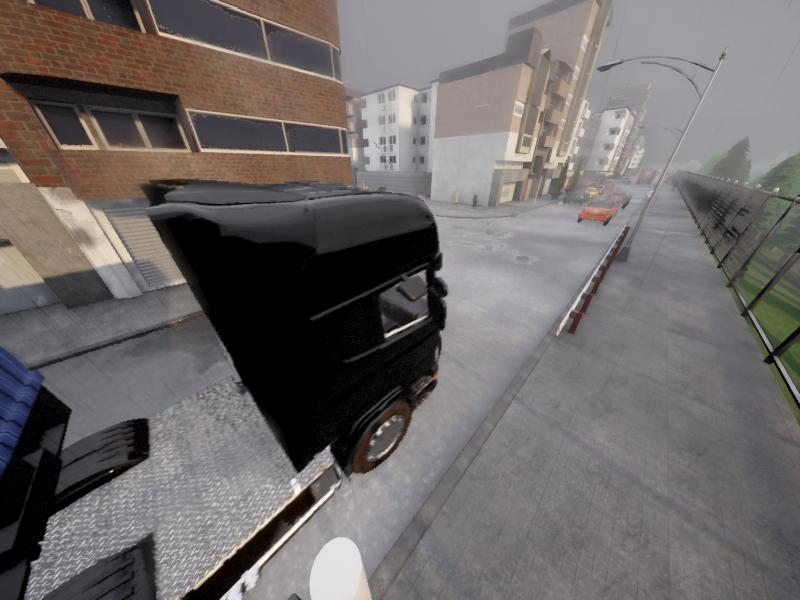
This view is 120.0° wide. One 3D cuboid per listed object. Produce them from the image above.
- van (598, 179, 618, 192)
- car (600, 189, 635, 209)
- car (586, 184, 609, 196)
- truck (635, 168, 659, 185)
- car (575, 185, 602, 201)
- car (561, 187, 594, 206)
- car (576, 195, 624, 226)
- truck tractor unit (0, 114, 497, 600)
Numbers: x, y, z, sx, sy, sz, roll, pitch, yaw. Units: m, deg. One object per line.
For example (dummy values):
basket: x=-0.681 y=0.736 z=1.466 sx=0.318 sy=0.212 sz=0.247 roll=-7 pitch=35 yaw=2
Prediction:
van: x=40.005 y=-22.074 z=44.465 sx=4.442 sy=1.987 sz=1.775 roll=-26 pitch=39 yaw=-38
car: x=26.024 y=-12.099 z=27.549 sx=5.027 sy=1.651 sz=2.152 roll=-27 pitch=39 yaw=-38
car: x=32.706 y=-18.205 z=38.270 sx=1.970 sy=1.475 sz=3.806 roll=27 pitch=39 yaw=38
truck: x=66.329 y=-33.203 z=61.891 sx=8.468 sy=3.827 sz=2.891 roll=-27 pitch=39 yaw=-38
car: x=27.818 y=-15.809 z=34.016 sx=5.366 sy=1.575 sz=1.801 roll=-27 pitch=39 yaw=-38
car: x=22.786 y=-13.386 z=29.605 sx=4.553 sy=1.767 sz=2.097 roll=-27 pitch=39 yaw=-38
car: x=17.270 y=-7.800 z=19.930 sx=4.553 sy=1.767 sz=2.097 roll=-27 pitch=39 yaw=-38
truck tractor unit: x=-2.413 y=0.977 z=2.300 sx=6.516 sy=4.208 sz=3.053 roll=-27 pitch=39 yaw=-38
